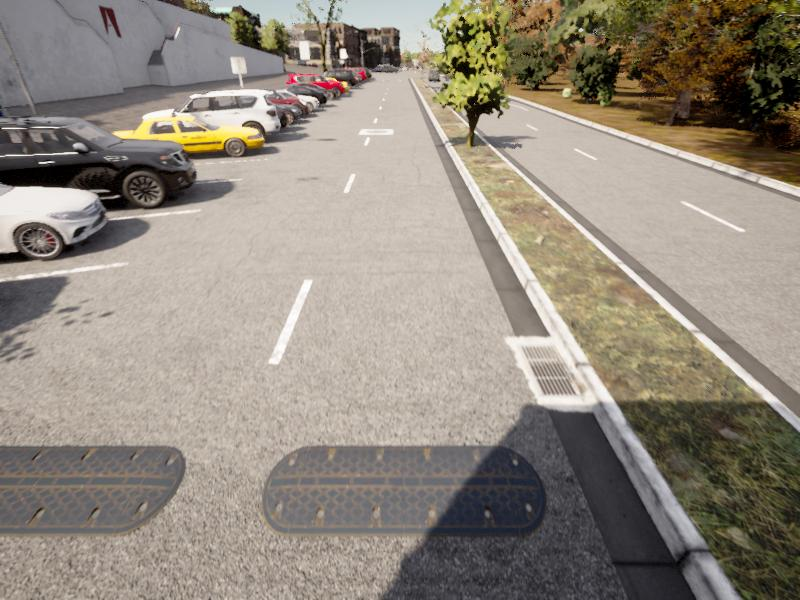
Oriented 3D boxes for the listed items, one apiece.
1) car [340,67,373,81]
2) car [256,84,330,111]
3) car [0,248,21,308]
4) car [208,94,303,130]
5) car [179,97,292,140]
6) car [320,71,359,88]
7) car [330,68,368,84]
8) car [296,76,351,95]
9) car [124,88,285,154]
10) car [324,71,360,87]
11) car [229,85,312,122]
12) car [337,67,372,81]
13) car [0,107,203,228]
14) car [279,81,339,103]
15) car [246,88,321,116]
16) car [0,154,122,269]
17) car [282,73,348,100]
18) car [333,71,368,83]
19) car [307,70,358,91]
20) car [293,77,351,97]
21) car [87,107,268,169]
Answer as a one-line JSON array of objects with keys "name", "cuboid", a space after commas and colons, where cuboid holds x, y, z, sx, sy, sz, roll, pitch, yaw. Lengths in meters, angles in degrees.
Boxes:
[{"name": "car", "cuboid": [-8.000, -41.826, 73.918, 5.566, 2.045, 2.435, -11, 32, -16]}, {"name": "car", "cuboid": [-8.058, -15.359, 30.264, 5.008, 1.535, 2.097, -11, 33, -17]}, {"name": "car", "cuboid": [-8.236, 0.054, 4.411, 5.366, 1.575, 1.946, -11, 32, -17]}, {"name": "car", "cuboid": [-8.067, -10.671, 22.581, 4.674, 1.452, 2.002, -11, 32, -17]}, {"name": "car", "cuboid": [-8.090, -9.128, 19.979, 4.792, 1.488, 2.163, -11, 33, -17]}, {"name": "car", "cuboid": [-8.036, -29.417, 53.334, 4.553, 1.767, 2.185, -11, 33, -17]}, {"name": "car", "cuboid": [-8.093, -35.663, 63.563, 5.566, 2.045, 2.435, -11, 33, -17]}, {"name": "car", "cuboid": [-8.238, -23.091, 43.045, 5.366, 1.575, 1.946, -11, 33, -17]}, {"name": "car", "cuboid": [-8.093, -7.829, 17.261, 5.566, 2.045, 2.435, -11, 32, -17]}, {"name": "car", "cuboid": [-8.099, -30.948, 55.898, 4.553, 1.767, 2.185, -11, 32, -17]}, {"name": "car", "cuboid": [-8.097, -12.357, 25.055, 4.553, 1.767, 2.185, -11, 32, -17]}, {"name": "car", "cuboid": [-8.070, -40.273, 71.309, 5.566, 2.045, 2.435, -11, 32, -16]}, {"name": "car", "cuboid": [-8.042, -3.247, 9.538, 5.566, 2.045, 2.435, -11, 32, -17]}, {"name": "car", "cuboid": [-8.039, -18.452, 35.425, 4.792, 1.488, 2.163, -11, 32, -17]}, {"name": "car", "cuboid": [-8.067, -13.771, 27.718, 4.674, 1.452, 2.002, -11, 32, -17]}, {"name": "car", "cuboid": [-8.069, -1.467, 7.082, 4.674, 1.452, 2.002, -11, 32, -17]}, {"name": "car", "cuboid": [-8.044, -20.247, 37.849, 5.566, 2.045, 2.435, -11, 32, -17]}, {"name": "car", "cuboid": [-8.235, -36.957, 66.226, 5.366, 1.575, 1.946, -11, 33, -17]}, {"name": "car", "cuboid": [-8.092, -26.426, 48.101, 5.566, 2.045, 2.435, -11, 33, -17]}, {"name": "car", "cuboid": [-7.891, -21.616, 40.588, 5.366, 1.575, 1.946, -11, 32, -17]}, {"name": "car", "cuboid": [-7.893, -6.121, 14.872, 5.366, 1.575, 1.946, -11, 32, -17]}]
